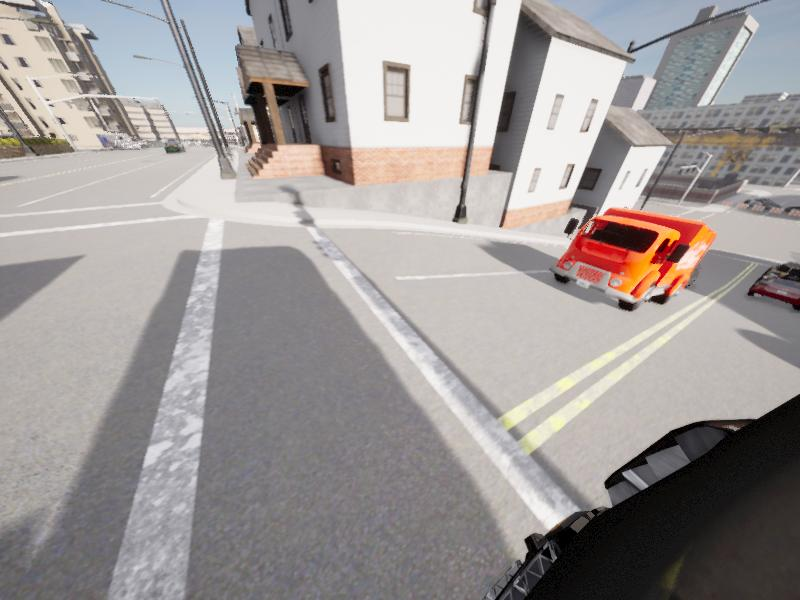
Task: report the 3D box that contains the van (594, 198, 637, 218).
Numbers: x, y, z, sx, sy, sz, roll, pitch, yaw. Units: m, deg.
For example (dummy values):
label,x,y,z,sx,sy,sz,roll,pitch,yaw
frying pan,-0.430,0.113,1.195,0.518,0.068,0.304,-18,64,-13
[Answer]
label,x,y,z,sx,sy,sz,roll,pitch,yaw
van,34.827,-15.017,37.498,1.775,1.987,4.442,-18,39,-24

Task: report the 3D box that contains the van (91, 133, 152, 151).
label,x,y,z,sx,sy,sz,roll,pitch,yaw
van,-49.344,-28.143,41.179,2.351,2.431,6.366,27,43,33

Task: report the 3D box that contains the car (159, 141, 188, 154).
label,x,y,z,sx,sy,sz,roll,pitch,yaw
car,-34.640,-23.557,35.534,2.038,1.542,4.974,-18,39,-24

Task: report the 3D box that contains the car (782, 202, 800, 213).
label,x,y,z,sx,sy,sz,roll,pitch,yaw
car,67.177,-14.938,37.744,4.536,1.218,1.853,15,37,19

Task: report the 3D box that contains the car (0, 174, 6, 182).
label,x,y,z,sx,sy,sz,roll,pitch,yaw
car,-20.752,-5.700,9.779,1.932,1.855,4.605,-18,39,-24

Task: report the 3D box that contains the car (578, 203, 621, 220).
label,x,y,z,sx,sy,sz,roll,pitch,yaw
car,31.399,-14.079,36.599,1.812,1.442,4.674,-19,39,-25

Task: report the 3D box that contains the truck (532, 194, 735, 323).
label,x,y,z,sx,sy,sz,roll,pitch,yaw
truck,7.309,-1.383,7.283,5.204,2.467,2.627,-6,32,-32

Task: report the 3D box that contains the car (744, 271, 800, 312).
label,x,y,z,sx,sy,sz,roll,pitch,yaw
car,23.264,-0.645,14.061,4.181,1.385,1.994,-6,33,-31

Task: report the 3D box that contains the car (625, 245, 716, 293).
label,x,y,z,sx,sy,sz,roll,pitch,yaw
car,13.128,-1.576,11.196,4.193,1.474,1.816,-6,33,-32

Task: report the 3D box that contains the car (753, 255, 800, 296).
label,x,y,z,sx,sy,sz,roll,pitch,yaw
car,30.003,-1.996,17.858,4.605,1.855,1.932,-12,36,-28

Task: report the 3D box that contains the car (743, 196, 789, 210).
label,x,y,z,sx,sy,sz,roll,pitch,yaw
car,64.859,-17.280,41.078,1.853,1.218,4.536,8,36,11

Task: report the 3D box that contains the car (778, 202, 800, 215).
label,x,y,z,sx,sy,sz,roll,pitch,yaw
car,67.129,-14.821,37.851,4.974,1.542,2.038,15,37,19

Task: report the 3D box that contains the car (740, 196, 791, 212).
label,x,y,z,sx,sy,sz,roll,pitch,yaw
car,64.846,-17.122,41.127,2.038,1.542,4.974,8,36,11
